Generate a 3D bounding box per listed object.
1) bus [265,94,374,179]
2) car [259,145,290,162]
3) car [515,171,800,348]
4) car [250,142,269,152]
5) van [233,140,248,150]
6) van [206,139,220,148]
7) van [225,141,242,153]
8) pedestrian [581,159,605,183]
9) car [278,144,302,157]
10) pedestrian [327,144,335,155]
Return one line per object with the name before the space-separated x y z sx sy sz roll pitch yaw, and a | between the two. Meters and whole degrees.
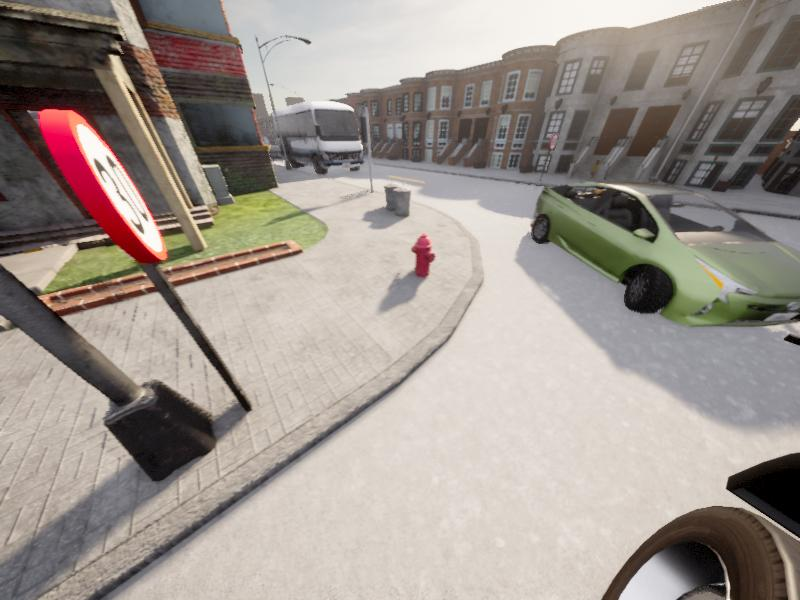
bus | -6.684 -12.822 18.469 3.944 4.253 10.273 -25 42 -30
car | -15.334 -17.846 28.066 1.837 1.490 4.892 -25 42 -30
car | 4.458 -1.332 4.435 2.007 1.525 4.514 -2 35 -3
car | -28.752 -31.305 47.205 1.801 1.575 5.366 -25 42 -30
van | -42.100 -40.969 61.020 2.069 2.038 4.480 -25 42 -30
van | -60.885 -50.982 75.043 2.351 2.431 6.366 -25 42 -30
van | -34.421 -31.681 47.816 1.775 1.987 4.442 -25 42 -30
pedestrian | 10.709 -7.174 12.815 0.500 1.100 0.500 -17 39 -23
car | -16.433 -22.370 34.465 1.845 1.501 3.633 -25 42 -30
pedestrian | -10.250 -22.173 34.106 0.751 1.300 0.751 -17 38 -22
